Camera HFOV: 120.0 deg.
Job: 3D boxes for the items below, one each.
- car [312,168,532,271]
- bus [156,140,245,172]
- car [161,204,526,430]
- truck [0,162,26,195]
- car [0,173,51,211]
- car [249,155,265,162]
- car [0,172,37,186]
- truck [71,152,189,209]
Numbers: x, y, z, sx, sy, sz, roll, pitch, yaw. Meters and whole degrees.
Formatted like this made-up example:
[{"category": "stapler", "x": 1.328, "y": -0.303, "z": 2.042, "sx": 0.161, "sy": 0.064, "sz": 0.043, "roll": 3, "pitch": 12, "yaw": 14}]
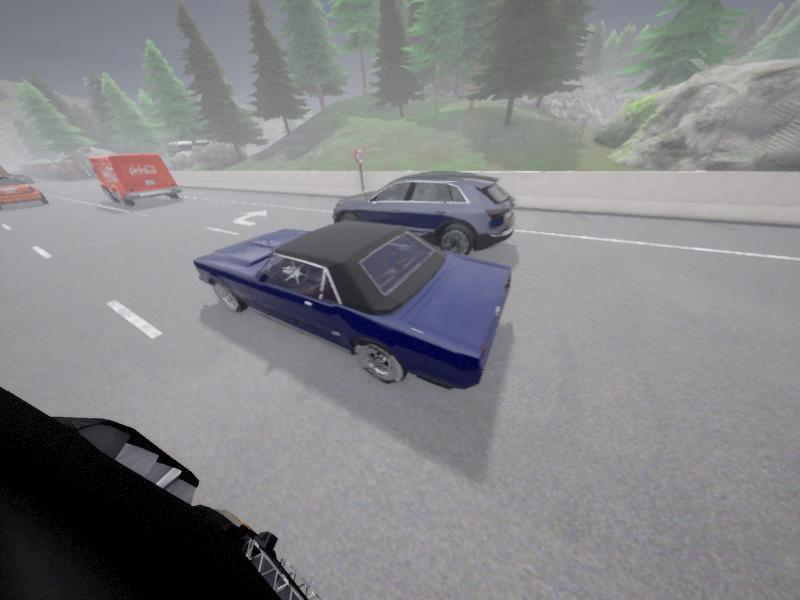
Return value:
[{"category": "car", "x": 0.412, "y": -2.370, "z": 5.995, "sx": 4.856, "sy": 1.649, "sz": 2.033, "roll": 15, "pitch": 38, "yaw": 25}, {"category": "bus", "x": -34.143, "y": -25.306, "z": 40.415, "sx": 3.944, "sy": 4.253, "sz": 10.273, "roll": 16, "pitch": 38, "yaw": 26}, {"category": "car", "x": -0.989, "y": -0.392, "z": 3.443, "sx": 4.718, "sy": 1.301, "sz": 1.895, "roll": 15, "pitch": 38, "yaw": 25}, {"category": "truck", "x": -41.865, "y": -12.655, "z": 22.817, "sx": 8.468, "sy": 3.827, "sz": 2.891, "roll": 15, "pitch": 38, "yaw": 25}, {"category": "car", "x": -25.677, "y": -7.207, "z": 15.185, "sx": 4.553, "sy": 1.767, "sz": 2.097, "roll": 17, "pitch": 39, "yaw": 28}, {"category": "car", "x": -45.850, "y": -45.519, "z": 74.152, "sx": 4.553, "sy": 1.767, "sz": 2.097, "roll": 17, "pitch": 39, "yaw": 28}, {"category": "car", "x": -55.068, "y": -17.477, "z": 33.214, "sx": 4.792, "sy": 1.488, "sz": 2.163, "roll": 16, "pitch": 38, "yaw": 26}, {"category": "truck", "x": -16.056, "y": -7.228, "z": 13.835, "sx": 5.204, "sy": 2.467, "sz": 2.627, "roll": 15, "pitch": 38, "yaw": 25}]
